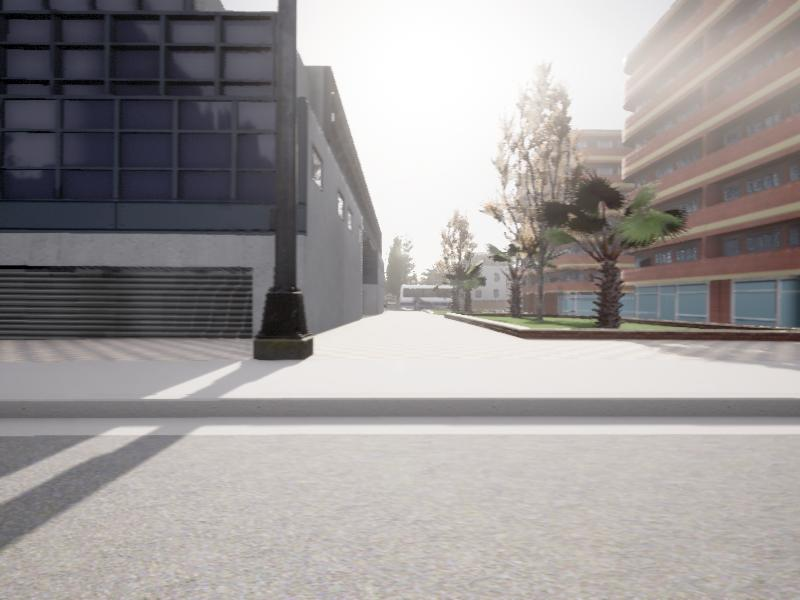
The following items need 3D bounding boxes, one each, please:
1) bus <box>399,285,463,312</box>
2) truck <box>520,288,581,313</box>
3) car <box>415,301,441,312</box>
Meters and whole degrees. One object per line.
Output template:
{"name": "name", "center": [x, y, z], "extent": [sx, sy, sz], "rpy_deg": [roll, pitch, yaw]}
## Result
{"name": "bus", "center": [5.063, -0.292, 66.579], "extent": [10.273, 4.253, 3.944], "rpy_deg": [0, 0, 0]}
{"name": "truck", "center": [23.558, 0.086, 63.020], "extent": [8.468, 3.827, 2.891], "rpy_deg": [1, 0, 0]}
{"name": "car", "center": [4.338, 1.023, 62.951], "extent": [3.988, 1.617, 1.851], "rpy_deg": [1, 0, 0]}
